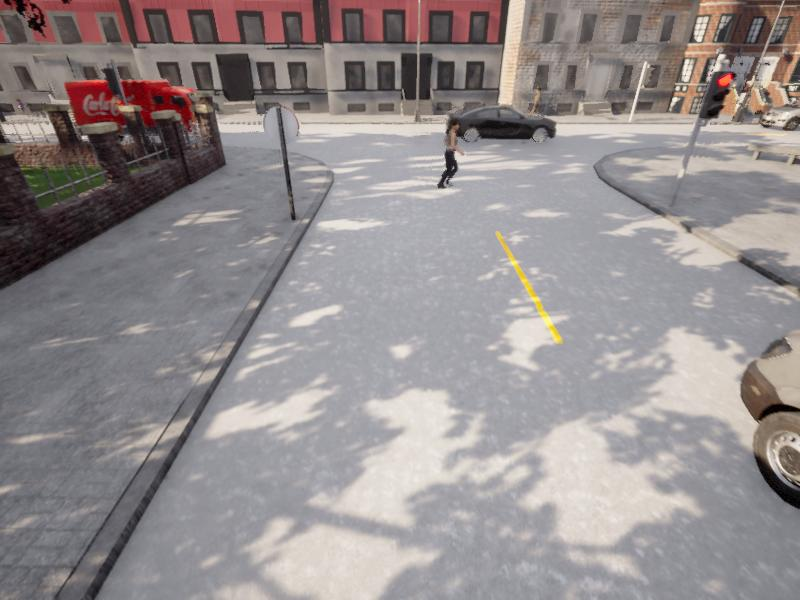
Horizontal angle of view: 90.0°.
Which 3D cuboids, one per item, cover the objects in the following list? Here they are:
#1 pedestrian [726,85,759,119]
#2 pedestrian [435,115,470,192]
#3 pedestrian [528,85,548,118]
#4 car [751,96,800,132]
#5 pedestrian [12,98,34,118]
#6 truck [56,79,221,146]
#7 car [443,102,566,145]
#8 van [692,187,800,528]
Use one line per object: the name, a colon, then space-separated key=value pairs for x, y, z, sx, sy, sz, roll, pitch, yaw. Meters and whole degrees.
pedestrian: x=21.462 y=-12.407 z=25.083 sx=0.751 sy=1.860 sz=0.751 roll=-15 pitch=34 yaw=-24
pedestrian: x=1.388 y=-3.991 z=10.918 sx=0.751 sy=1.860 sz=0.751 roll=0 pitch=30 yaw=0
pedestrian: x=8.787 y=-12.686 z=25.561 sx=0.751 sy=1.860 sz=0.751 roll=1 pitch=30 yaw=2
car: x=22.063 y=-10.098 z=21.646 sx=3.988 sy=1.617 sz=1.851 roll=0 pitch=30 yaw=0
pedestrian: x=-24.400 y=-12.455 z=25.920 sx=0.500 sy=1.100 sz=0.500 roll=-4 pitch=31 yaw=-8
truck: x=-11.456 y=-8.512 z=18.079 sx=5.204 sy=2.467 sz=2.627 roll=0 pitch=30 yaw=0
car: x=4.567 y=-8.077 z=18.263 sx=5.008 sy=1.535 sz=1.882 roll=0 pitch=30 yaw=0
van: x=4.007 y=1.460 z=0.984 sx=1.988 sy=2.561 sz=5.915 roll=1 pitch=30 yaw=1
